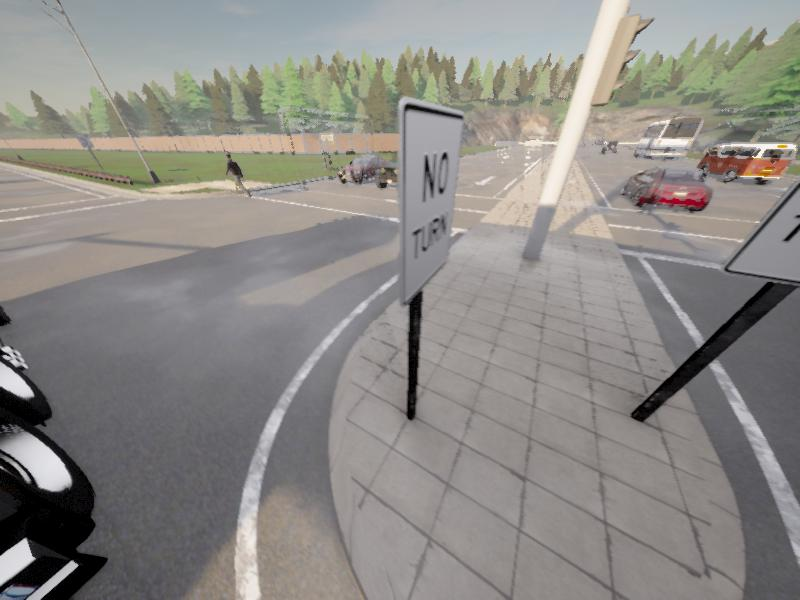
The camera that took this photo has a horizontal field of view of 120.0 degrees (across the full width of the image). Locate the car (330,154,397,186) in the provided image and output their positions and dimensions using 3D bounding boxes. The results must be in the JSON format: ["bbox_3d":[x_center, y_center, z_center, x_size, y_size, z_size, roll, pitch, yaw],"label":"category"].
[{"bbox_3d":[-2.191,-8.848,15.523,1.812,1.442,4.674,18,39,25],"label":"car"}]

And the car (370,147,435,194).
[{"bbox_3d":[0.284,-7.501,13.161,1.905,1.878,3.866,18,39,25],"label":"car"}]

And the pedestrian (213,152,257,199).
[{"bbox_3d":[-7.580,-5.751,10.709,0.751,1.860,0.751,7,35,11],"label":"pedestrian"}]

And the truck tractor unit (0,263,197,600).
[{"bbox_3d":[-5.111,-0.298,0.790,6.516,4.208,3.053,18,39,24],"label":"truck tractor unit"}]

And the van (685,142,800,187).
[{"bbox_3d":[21.257,-8.618,14.432,2.069,2.038,4.480,11,36,16],"label":"van"}]

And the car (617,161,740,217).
[{"bbox_3d":[11.022,-4.809,9.637,1.994,1.385,4.181,18,39,25],"label":"car"}]

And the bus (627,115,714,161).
[{"bbox_3d":[34.537,-21.161,30.426,3.944,4.253,10.273,18,39,25],"label":"bus"}]
